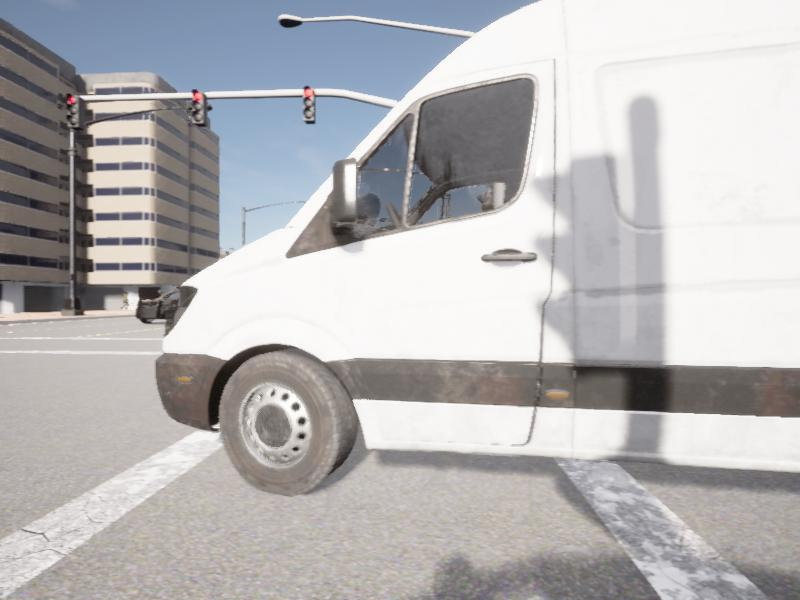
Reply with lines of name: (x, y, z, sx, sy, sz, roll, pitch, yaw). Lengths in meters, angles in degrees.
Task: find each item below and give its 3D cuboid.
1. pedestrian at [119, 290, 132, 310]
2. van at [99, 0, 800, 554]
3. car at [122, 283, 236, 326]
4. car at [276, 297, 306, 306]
pedestrian: (-26.109, 0.023, 38.034, 0.751, 1.860, 0.751, 0, 0, 21)
van: (1.470, -0.280, 2.612, 5.915, 2.561, 1.988, 0, 1, 10)
car: (-9.673, 0.169, 18.157, 1.930, 1.638, 5.238, 0, 0, 5)
car: (-21.296, 0.267, 78.124, 5.238, 1.638, 1.930, -1, 0, 3)
